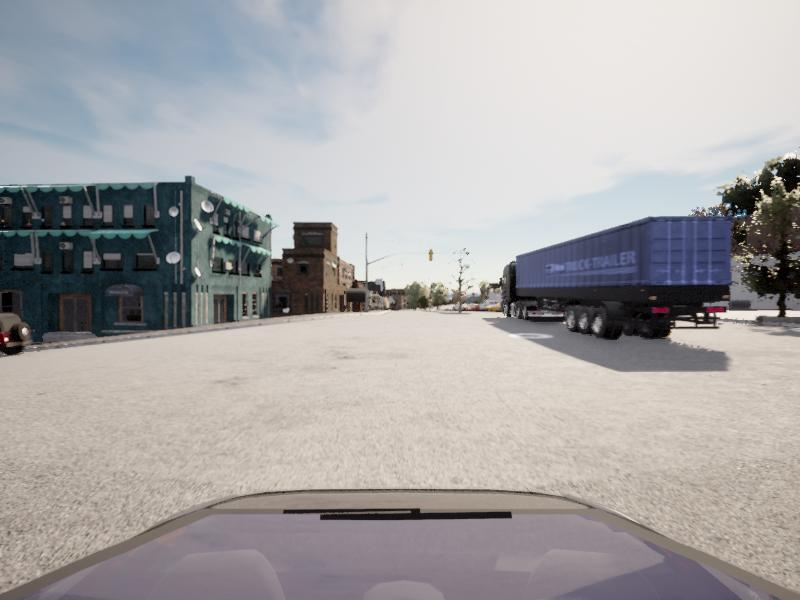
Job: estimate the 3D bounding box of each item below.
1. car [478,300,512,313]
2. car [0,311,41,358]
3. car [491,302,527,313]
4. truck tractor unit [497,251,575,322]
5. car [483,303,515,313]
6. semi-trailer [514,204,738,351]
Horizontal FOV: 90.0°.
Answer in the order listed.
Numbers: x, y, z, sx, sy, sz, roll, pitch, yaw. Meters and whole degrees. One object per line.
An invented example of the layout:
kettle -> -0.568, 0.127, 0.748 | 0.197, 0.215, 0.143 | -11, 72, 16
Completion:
car -> 17.168, 1.193, 72.152 | 5.566, 2.045, 2.435 | 2, -2, -20
car -> -18.228, 1.610, 16.976 | 3.866, 1.878, 1.905 | -5, 1, -15
car -> 17.287, 1.246, 63.270 | 5.366, 1.575, 1.946 | 2, -2, -20
truck tractor unit -> 8.921, -0.828, 27.171 | 3.053, 4.208, 6.516 | 0, 1, 0
car -> 17.136, 1.374, 69.156 | 5.008, 1.535, 2.097 | 2, -1, -20
semi-trailer -> 8.878, -0.800, 19.240 | 2.717, 4.402, 14.254 | -1, 1, 0
